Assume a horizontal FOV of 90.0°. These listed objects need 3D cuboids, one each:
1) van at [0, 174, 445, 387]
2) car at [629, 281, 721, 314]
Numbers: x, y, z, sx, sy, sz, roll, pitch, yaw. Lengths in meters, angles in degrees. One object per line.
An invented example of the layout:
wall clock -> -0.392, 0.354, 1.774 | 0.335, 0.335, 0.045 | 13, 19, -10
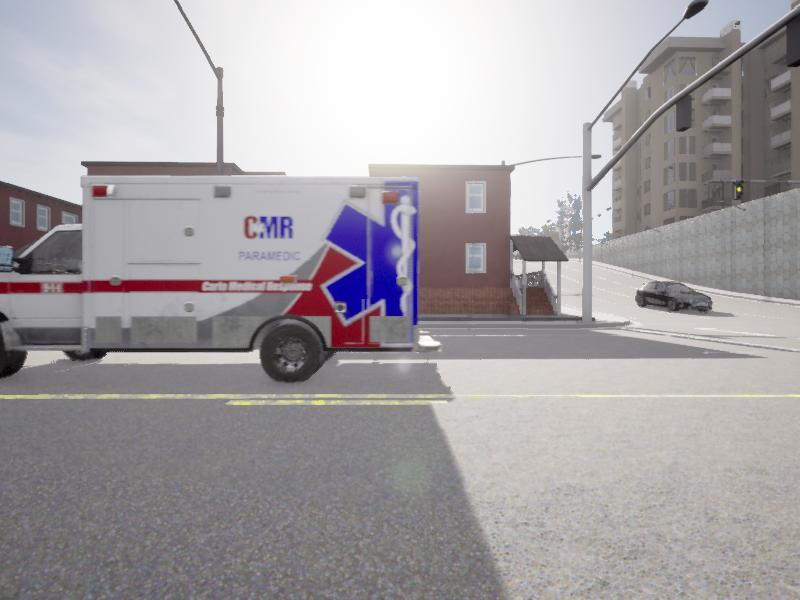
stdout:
van -> -2.683, -0.222, 5.756 | 6.366, 2.431, 2.351 | 0, 0, -1
car -> 16.117, -0.255, 23.854 | 2.033, 1.649, 4.856 | 0, 5, 0
